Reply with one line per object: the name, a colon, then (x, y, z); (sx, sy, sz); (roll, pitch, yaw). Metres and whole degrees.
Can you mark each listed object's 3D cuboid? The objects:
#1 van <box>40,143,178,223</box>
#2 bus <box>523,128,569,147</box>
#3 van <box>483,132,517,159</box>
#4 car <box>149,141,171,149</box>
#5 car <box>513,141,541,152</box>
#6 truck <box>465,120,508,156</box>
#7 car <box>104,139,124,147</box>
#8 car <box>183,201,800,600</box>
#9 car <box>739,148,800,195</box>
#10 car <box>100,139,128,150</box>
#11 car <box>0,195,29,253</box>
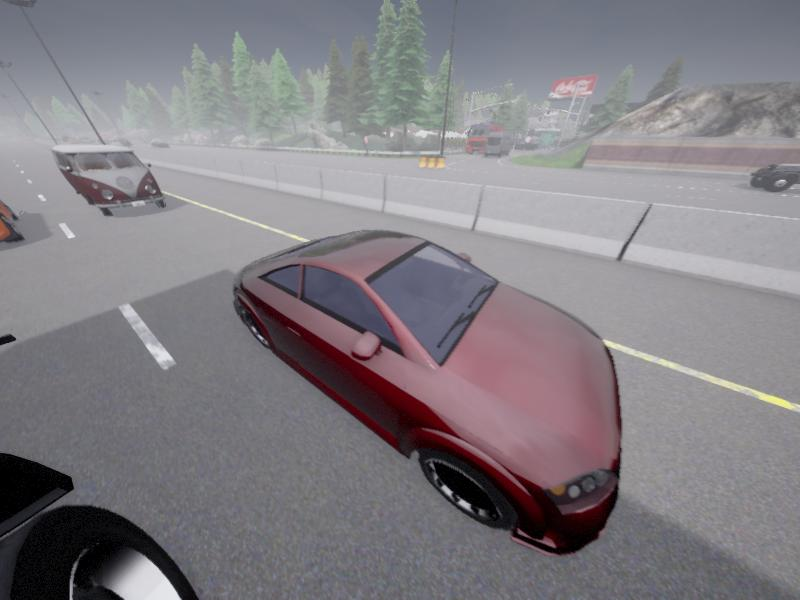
van: (-10.390, -4.372, 8.277); (4.442, 1.987, 1.775); (22, 41, 28)
bus: (42.835, -47.909, 68.139); (10.273, 4.253, 3.944); (-6, 36, -9)
van: (12.800, -19.810, 29.543); (1.988, 2.561, 5.915); (22, 41, 28)
car: (-50.985, -32.976, 49.001); (4.718, 1.301, 1.895); (22, 41, 28)
car: (24.713, -29.948, 45.036); (5.008, 1.535, 1.882); (-17, 39, -23)
truck: (12.655, -23.432, 33.560); (2.891, 3.827, 8.468); (21, 40, 27)
car: (-69.096, -37.939, 55.782); (3.806, 1.475, 1.970); (22, 41, 28)
car: (-0.058, 0.098, 2.578); (4.181, 1.385, 1.994); (22, 41, 28)
car: (20.912, -6.343, 11.446); (3.866, 1.878, 1.905); (22, 41, 28)
car: (-54.274, -29.479, 43.828); (5.027, 1.651, 2.152); (22, 41, 28)
car: (-11.478, -2.275, 5.458); (4.553, 1.767, 2.097); (22, 41, 28)
